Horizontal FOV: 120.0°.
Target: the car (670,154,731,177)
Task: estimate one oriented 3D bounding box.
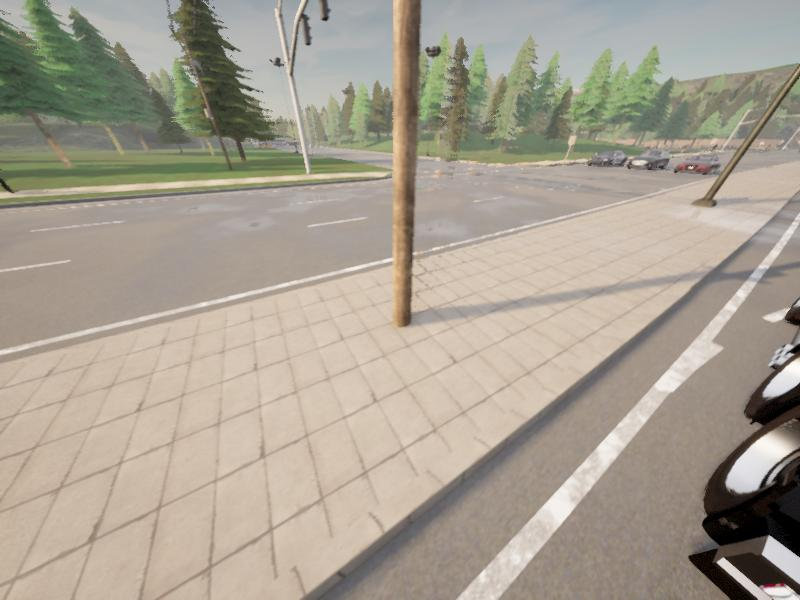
[{"bbox_3d":[25.415,-11.490,19.569,4.181,1.385,1.994,-18,39,-25],"label":"car"}]

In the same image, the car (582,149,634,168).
[{"bbox_3d":[22.190,-15.134,24.646,4.974,1.542,2.038,-18,39,-24],"label":"car"}]

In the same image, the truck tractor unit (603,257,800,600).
[{"bbox_3d":[5.097,-0.314,0.803,6.516,4.208,3.053,-19,39,-25],"label":"truck tractor unit"}]

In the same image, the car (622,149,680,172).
[{"bbox_3d":[24.200,-13.529,22.271,4.856,1.649,2.033,-18,39,-25],"label":"car"}]

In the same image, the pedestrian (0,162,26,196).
[{"bbox_3d":[-17.694,-5.522,9.870,0.751,1.860,0.751,-16,38,-23],"label":"pedestrian"}]
